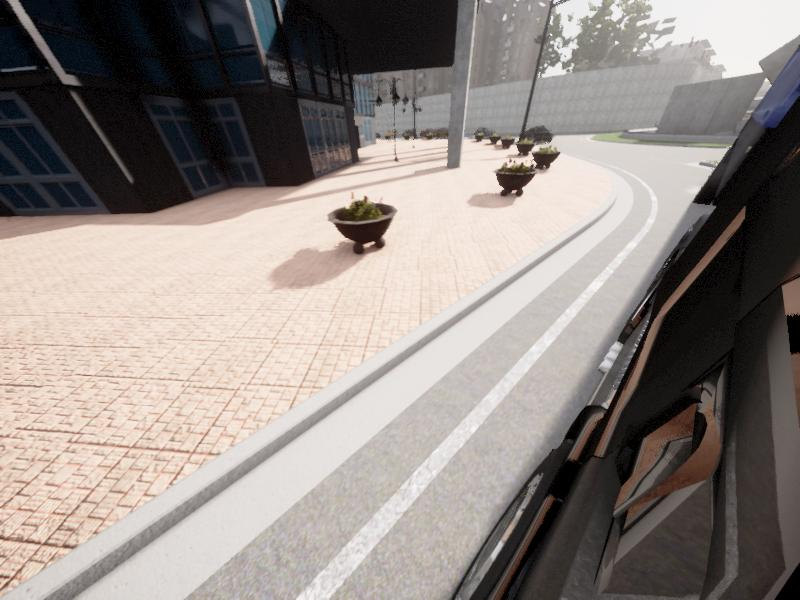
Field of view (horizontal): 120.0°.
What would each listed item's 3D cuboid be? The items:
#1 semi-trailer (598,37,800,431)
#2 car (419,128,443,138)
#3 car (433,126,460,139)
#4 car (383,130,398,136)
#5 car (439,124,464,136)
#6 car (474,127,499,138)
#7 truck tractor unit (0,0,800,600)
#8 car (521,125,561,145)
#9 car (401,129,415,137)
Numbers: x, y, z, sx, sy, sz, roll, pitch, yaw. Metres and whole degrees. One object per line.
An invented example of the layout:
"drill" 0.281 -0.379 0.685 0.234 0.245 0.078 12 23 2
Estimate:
"semi-trailer" 8.662 -3.639 4.249 14.254 4.402 2.717 -29 44 -30
"car" 6.551 -35.930 49.758 2.152 1.651 5.027 -27 43 -29
"car" 8.559 -31.080 42.947 1.932 1.855 4.605 -25 42 -27
"car" -2.965 -52.659 72.757 1.882 1.535 5.008 -27 43 -29
"car" 11.782 -39.124 53.318 2.150 2.045 5.566 -28 44 -30
"car" 15.013 -29.160 40.254 1.845 1.501 3.633 -23 41 -25
"truck tractor unit" 2.645 -0.295 0.351 6.516 4.208 3.053 -28 44 -30
"car" 16.260 -19.383 27.045 1.930 1.638 5.238 1 37 5
"car" 2.150 -45.693 63.140 1.851 1.617 3.988 -27 43 -29
